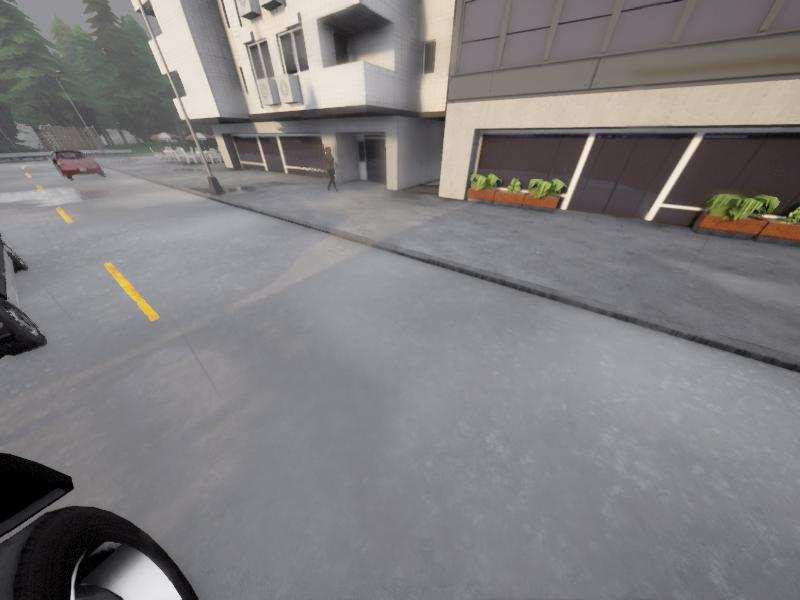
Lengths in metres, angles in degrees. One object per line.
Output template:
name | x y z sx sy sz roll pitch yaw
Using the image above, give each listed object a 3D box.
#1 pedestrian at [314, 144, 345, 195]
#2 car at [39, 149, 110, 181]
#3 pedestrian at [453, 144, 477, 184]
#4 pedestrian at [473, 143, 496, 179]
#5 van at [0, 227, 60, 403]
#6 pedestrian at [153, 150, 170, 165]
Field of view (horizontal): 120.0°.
pedestrian | -3.107 -5.838 10.347 0.751 1.860 0.751 27 43 33
car | -21.131 -8.853 15.016 3.633 1.501 1.845 22 41 28
pedestrian | 3.624 -7.640 13.022 0.751 1.860 0.751 27 43 32
pedestrian | 5.302 -8.770 14.609 0.751 1.860 0.751 29 44 34
van | -6.906 -0.676 2.643 5.915 2.561 1.988 22 41 28
pedestrian | -21.435 -12.816 20.791 0.500 1.100 0.500 6 36 8
